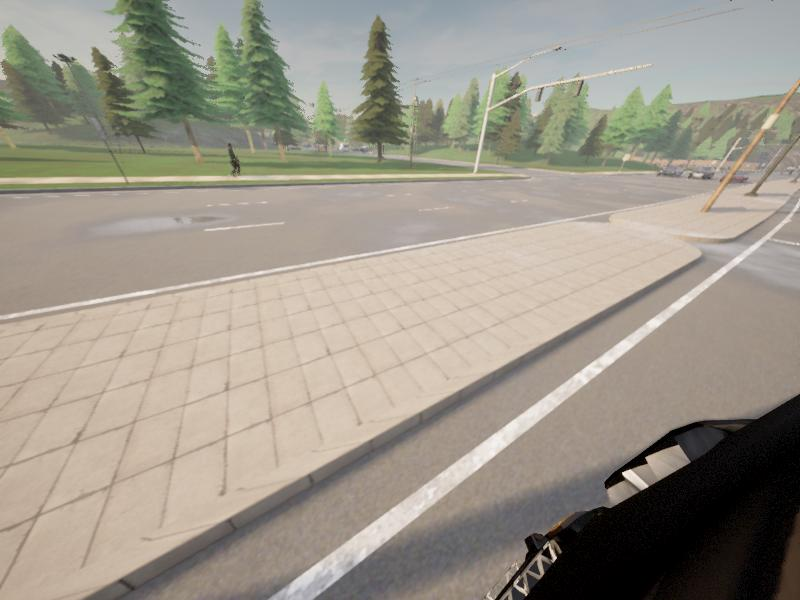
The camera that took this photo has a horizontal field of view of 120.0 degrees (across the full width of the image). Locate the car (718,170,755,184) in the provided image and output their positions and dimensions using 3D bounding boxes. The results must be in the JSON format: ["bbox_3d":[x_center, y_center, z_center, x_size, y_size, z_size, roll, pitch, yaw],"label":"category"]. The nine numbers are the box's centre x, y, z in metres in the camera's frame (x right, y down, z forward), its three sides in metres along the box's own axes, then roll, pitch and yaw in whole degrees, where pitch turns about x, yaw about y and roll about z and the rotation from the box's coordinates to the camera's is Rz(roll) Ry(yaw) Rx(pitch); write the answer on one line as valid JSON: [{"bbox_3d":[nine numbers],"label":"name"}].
[{"bbox_3d":[47.002,-17.201,32.260,4.181,1.385,1.994,-16,38,-26],"label":"car"}]

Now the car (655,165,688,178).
[{"bbox_3d":[44.037,-20.889,37.471,4.974,1.542,2.038,-16,38,-26],"label":"car"}]

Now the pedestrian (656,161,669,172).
[{"bbox_3d":[53.225,-27.070,46.865,0.751,1.860,0.751,-14,37,-24],"label":"pedestrian"}]

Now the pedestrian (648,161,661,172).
[{"bbox_3d":[49.831,-26.175,45.257,0.751,1.860,0.751,-15,38,-25],"label":"pedestrian"}]

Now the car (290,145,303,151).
[{"bbox_3d":[-32.491,-47.829,72.713,1.895,1.301,4.718,5,33,3],"label":"car"}]

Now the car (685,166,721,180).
[{"bbox_3d":[46.250,-19.350,35.219,4.856,1.649,2.033,-16,38,-27],"label":"car"}]

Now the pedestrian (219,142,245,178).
[{"bbox_3d":[-10.195,-8.536,14.119,0.751,1.860,0.751,-15,37,-24],"label":"pedestrian"}]

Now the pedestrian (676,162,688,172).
[{"bbox_3d":[63.406,-29.957,51.990,0.751,1.860,0.751,-16,38,-26],"label":"pedestrian"}]
